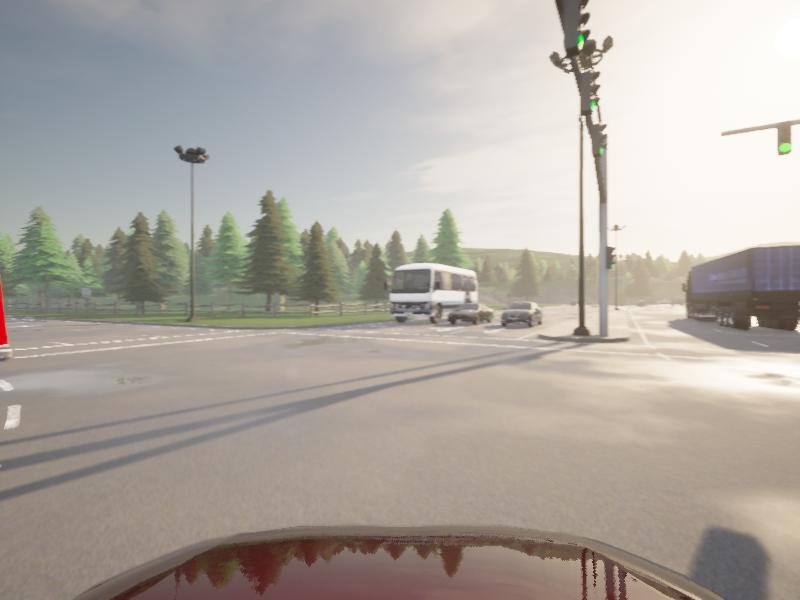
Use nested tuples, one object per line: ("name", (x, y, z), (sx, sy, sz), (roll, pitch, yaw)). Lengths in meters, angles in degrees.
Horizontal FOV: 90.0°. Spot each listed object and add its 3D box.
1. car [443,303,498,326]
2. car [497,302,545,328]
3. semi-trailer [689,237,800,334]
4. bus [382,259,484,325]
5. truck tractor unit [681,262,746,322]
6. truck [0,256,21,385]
("car", (4.972, 0.916, 27.430), (2.033, 1.411, 5.357), (0, 0, 29))
("car", (7.700, 0.857, 25.132), (1.837, 1.490, 4.892), (0, 0, 29))
("semi-trailer", (20.857, -0.642, 24.610), (2.717, 4.402, 14.254), (0, 0, 27))
("bus", (3.025, -0.503, 30.888), (3.944, 4.253, 10.273), (0, 0, 29))
("truck tractor unit", (24.487, -0.546, 31.645), (3.053, 4.208, 6.516), (0, 0, 29))
("truck", (-10.416, 0.392, 7.954), (5.204, 2.467, 2.627), (0, 0, 27))
